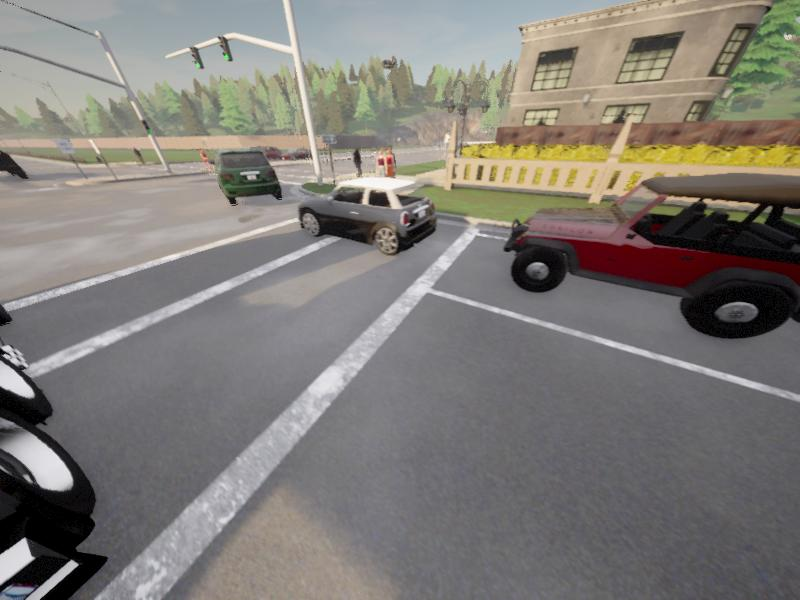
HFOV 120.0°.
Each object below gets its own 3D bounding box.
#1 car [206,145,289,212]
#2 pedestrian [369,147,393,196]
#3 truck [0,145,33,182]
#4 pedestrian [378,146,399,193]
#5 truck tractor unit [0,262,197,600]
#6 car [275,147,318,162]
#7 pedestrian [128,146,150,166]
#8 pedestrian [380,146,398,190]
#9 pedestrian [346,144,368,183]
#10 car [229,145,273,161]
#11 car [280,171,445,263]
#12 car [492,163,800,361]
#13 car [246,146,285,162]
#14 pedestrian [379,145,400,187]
[{"bbox_3d":[-7.334,-5.990,10.911,2.150,2.045,5.566,-22,41,-27],"label":"car"},{"bbox_3d":[-0.815,-5.722,10.310,0.751,1.860,0.751,11,37,16],"label":"pedestrian"},{"bbox_3d":[-30.659,-10.148,17.068,6.274,2.098,2.390,18,39,25],"label":"truck"},{"bbox_3d":[-0.506,-6.103,10.855,0.751,1.860,0.751,8,36,12],"label":"pedestrian"},{"bbox_3d":[-5.113,-0.297,0.787,6.516,4.208,3.053,18,39,24],"label":"truck tractor unit"},{"bbox_3d":[-13.987,-19.951,31.541,2.163,1.488,4.792,19,39,25],"label":"car"},{"bbox_3d":[-29.064,-16.061,25.721,0.751,1.860,0.751,18,39,24],"label":"pedestrian"},{"bbox_3d":[-0.537,-6.572,11.529,0.751,1.860,0.751,2,35,4],"label":"pedestrian"},{"bbox_3d":[-2.482,-7.990,13.527,0.751,1.860,0.751,21,40,27],"label":"pedestrian"},{"bbox_3d":[-21.076,-21.067,32.941,2.097,1.767,4.553,19,39,25],"label":"car"},{"bbox_3d":[-1.007,-2.495,6.317,3.806,1.475,1.970,19,39,26],"label":"car"},{"bbox_3d":[3.904,-0.999,3.754,3.866,1.878,1.905,18,39,25],"label":"car"},{"bbox_3d":[-18.137,-19.920,31.426,1.851,1.617,3.988,19,39,25],"label":"car"},{"bbox_3d":[-0.548,-7.126,12.295,0.751,1.860,0.751,26,43,33],"label":"pedestrian"}]
